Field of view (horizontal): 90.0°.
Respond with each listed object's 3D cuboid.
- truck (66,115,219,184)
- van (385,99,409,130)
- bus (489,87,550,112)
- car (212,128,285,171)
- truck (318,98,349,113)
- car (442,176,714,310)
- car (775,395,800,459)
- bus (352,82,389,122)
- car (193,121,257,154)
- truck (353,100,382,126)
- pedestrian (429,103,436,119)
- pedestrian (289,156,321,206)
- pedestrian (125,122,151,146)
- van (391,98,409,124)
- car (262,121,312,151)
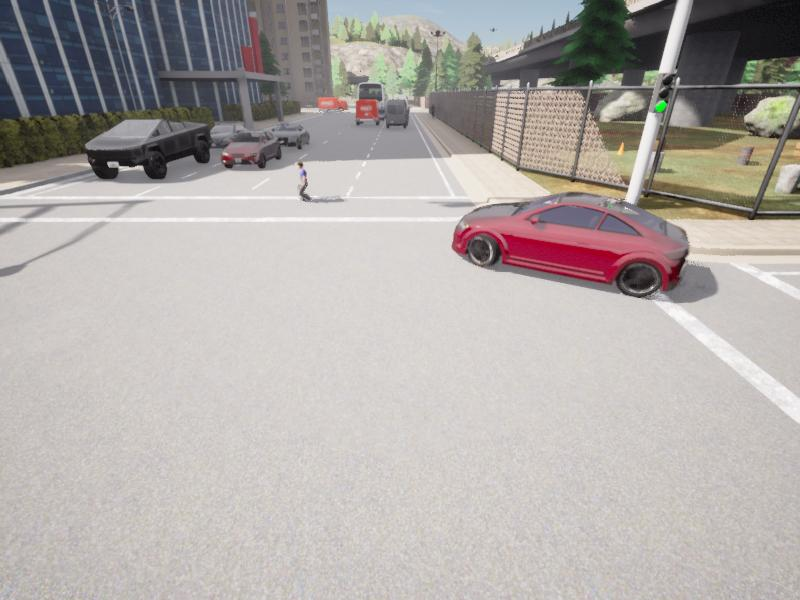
[{"bbox_3d":[-10.483,-6.680,17.239,2.390,2.098,6.274,0,27,0],"label":"truck"},{"bbox_3d":[-0.238,-18.805,40.349,1.988,2.561,5.915,2,27,3],"label":"van"},{"bbox_3d":[22.947,-38.814,77.528,10.273,4.253,3.944,0,27,0],"label":"bus"},{"bbox_3d":[-6.981,-7.221,18.978,1.816,1.474,4.193,0,27,0],"label":"car"},{"bbox_3d":[-12.443,-36.413,74.764,5.204,2.467,2.627,0,27,0],"label":"truck"},{"bbox_3d":[3.169,-1.332,7.727,4.181,1.385,1.994,15,31,26],"label":"car"},{"bbox_3d":[6.054,1.139,2.625,4.611,1.667,2.242,0,27,-1],"label":"car"},{"bbox_3d":[-3.588,-25.706,51.889,3.944,4.253,10.273,0,27,0],"label":"bus"},{"bbox_3d":[-10.478,-9.984,24.378,1.812,1.442,4.674,0,27,0],"label":"car"},{"bbox_3d":[-3.470,-20.529,43.766,2.627,2.467,5.204,0,27,0],"label":"truck"},{"bbox_3d":[4.159,-23.888,50.595,0.751,1.860,0.751,-1,27,-2],"label":"pedestrian"},{"bbox_3d":[-2.875,-3.629,12.136,0.751,1.300,0.751,-7,28,-14],"label":"pedestrian"},{"bbox_3d":[-16.094,-10.218,24.597,0.751,1.300,0.751,0,27,0],"label":"pedestrian"},{"bbox_3d":[0.035,-22.633,47.795,1.988,2.561,5.915,0,27,0],"label":"van"},{"bbox_3d":[-6.987,-10.375,25.227,1.994,1.385,4.181,0,27,-1],"label":"car"}]
